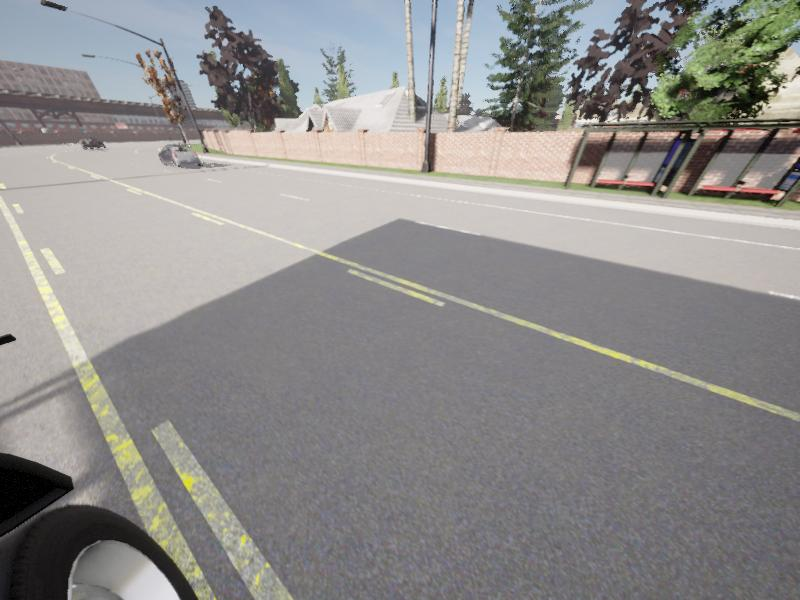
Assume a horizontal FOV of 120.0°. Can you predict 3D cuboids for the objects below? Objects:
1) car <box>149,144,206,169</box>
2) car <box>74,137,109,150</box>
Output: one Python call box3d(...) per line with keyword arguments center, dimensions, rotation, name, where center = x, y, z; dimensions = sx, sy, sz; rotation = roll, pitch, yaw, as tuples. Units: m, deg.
box3d(center=(-17.726, -11.495, 18.411), dimensions=(3.633, 1.501, 1.845), rotation=(21, 40, 26), name="car")
box3d(center=(-45.865, -23.379, 34.425), dimensions=(1.789, 1.549, 3.705), rotation=(-20, 40, -26), name="car")
